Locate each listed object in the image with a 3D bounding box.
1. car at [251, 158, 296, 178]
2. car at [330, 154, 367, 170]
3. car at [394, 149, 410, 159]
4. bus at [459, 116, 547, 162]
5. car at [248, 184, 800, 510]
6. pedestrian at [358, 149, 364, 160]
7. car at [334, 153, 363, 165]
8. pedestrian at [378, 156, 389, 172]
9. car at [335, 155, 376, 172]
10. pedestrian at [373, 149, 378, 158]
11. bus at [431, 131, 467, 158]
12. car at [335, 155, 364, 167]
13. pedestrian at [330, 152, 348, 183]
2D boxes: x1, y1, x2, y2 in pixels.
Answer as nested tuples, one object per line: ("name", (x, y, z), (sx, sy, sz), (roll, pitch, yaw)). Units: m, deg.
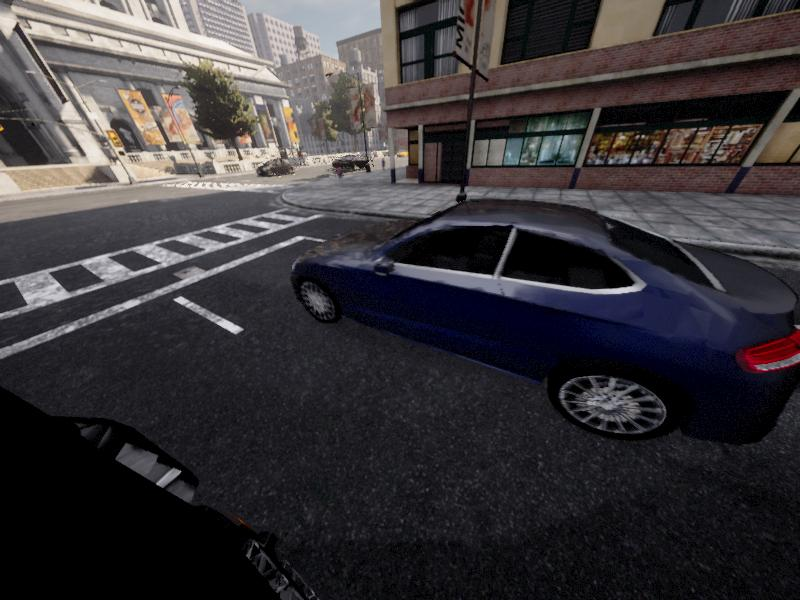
("car", (-14.387, -15.167, 26.514), (1.851, 1.617, 3.988), (16, 38, 26))
("car", (-6.844, -18.769, 31.394), (2.038, 1.542, 4.974), (16, 38, 26))
("car", (0.482, -33.363, 52.754), (1.882, 1.535, 5.008), (10, 36, 19))
("bus", (13.974, -22.064, 32.214), (10.273, 4.253, 3.944), (14, 37, 27))
("car", (0.844, -0.387, 3.009), (5.027, 1.651, 2.152), (16, 38, 26))
("pedestrian", (-8.537, -32.092, 50.966), (0.751, 1.860, 0.751), (19, 40, 30))
("car", (-8.838, -24.552, 40.274), (2.128, 1.511, 4.902), (16, 38, 26))
("pedestrian", (-1.606, -13.275, 22.581), (0.751, 1.300, 0.751), (9, 36, 18))
("car", (-5.198, -16.519, 27.885), (2.128, 1.511, 4.902), (16, 38, 26))
("pedestrian", (-5.922, -36.256, 57.020), (0.751, 1.860, 0.751), (16, 38, 26))
("bus", (10.695, -33.685, 49.976), (3.944, 4.253, 10.273), (16, 40, 26))
("car", (-7.755, -21.698, 36.019), (1.994, 1.385, 4.181), (16, 38, 26))
("pedestrian", (-4.473, -9.679, 16.896), (0.751, 1.860, 0.751), (-19, 37, -23))
